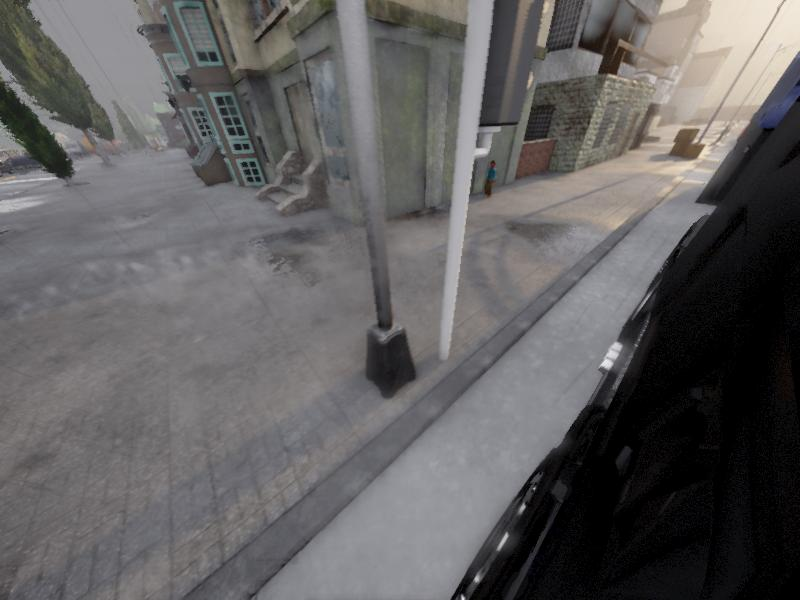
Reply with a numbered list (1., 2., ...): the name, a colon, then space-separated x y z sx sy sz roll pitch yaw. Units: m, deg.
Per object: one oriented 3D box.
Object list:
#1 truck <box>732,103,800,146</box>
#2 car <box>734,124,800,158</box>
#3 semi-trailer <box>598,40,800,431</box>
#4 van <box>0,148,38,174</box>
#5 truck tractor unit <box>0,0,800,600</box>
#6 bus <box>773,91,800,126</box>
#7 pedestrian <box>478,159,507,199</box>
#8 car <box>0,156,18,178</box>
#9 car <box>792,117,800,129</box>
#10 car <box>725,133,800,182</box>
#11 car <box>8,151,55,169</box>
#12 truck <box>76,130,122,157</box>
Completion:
1. truck: 29.348 -13.866 18.211 5.204 2.467 2.627 -28 44 -30
2. car: 22.601 -9.811 14.152 4.181 1.385 1.994 -29 44 -31
3. semi-trailer: 8.685 -3.617 4.236 14.254 4.402 2.717 -28 44 -30
4. van: -41.020 -14.612 24.190 1.775 1.987 4.442 -28 44 -30
5. truck tractor unit: 2.645 -0.295 0.351 6.516 4.208 3.053 -28 44 -30
6. bus: 65.978 -31.159 37.447 10.273 4.253 3.944 -28 44 -30
7. pedestrian: 3.079 -4.043 7.728 0.500 1.100 0.500 -27 43 -29
8. car: -37.267 -11.851 20.683 1.970 1.475 3.806 -28 44 -30
9. car: 53.363 -23.244 29.871 5.238 1.638 1.930 -28 44 -30
10. car: 15.930 -6.193 9.824 4.718 1.301 1.895 -28 44 -30
11. car: -45.233 -17.292 28.472 1.816 1.474 4.193 -28 44 -30
12. truck: -56.373 -29.541 43.593 2.891 3.827 8.468 -28 44 -30
